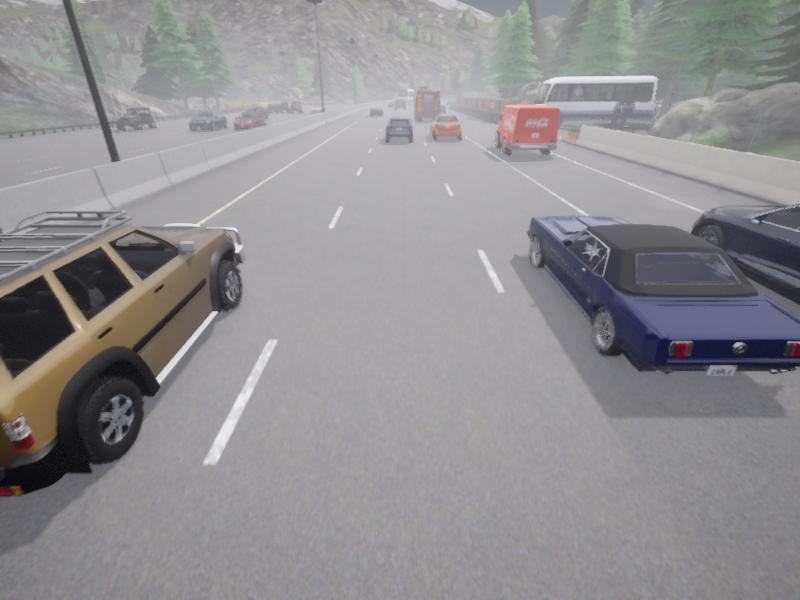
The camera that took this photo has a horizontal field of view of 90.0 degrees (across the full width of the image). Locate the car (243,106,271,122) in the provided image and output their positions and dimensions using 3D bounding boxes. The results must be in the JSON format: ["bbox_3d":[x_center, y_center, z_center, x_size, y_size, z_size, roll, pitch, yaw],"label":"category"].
[{"bbox_3d":[-17.580,-22.958,49.388,1.851,1.617,3.988,0,27,0],"label":"car"}]

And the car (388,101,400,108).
[{"bbox_3d":[-1.558,-48.881,99.835,2.163,1.488,4.792,5,28,9],"label":"car"}]

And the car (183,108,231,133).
[{"bbox_3d":[-17.543,-16.483,36.618,2.097,1.767,4.553,0,27,0],"label":"car"}]

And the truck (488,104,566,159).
[{"bbox_3d":[6.974,-9.736,22.808,2.627,2.467,5.204,0,27,0],"label":"truck"}]

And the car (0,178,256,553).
[{"bbox_3d":[-3.501,-0.008,4.575,1.932,1.855,4.605,0,27,0],"label":"car"}]

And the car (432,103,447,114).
[{"bbox_3d":[6.914,-33.682,70.352,2.163,1.488,4.792,0,27,0],"label":"car"}]

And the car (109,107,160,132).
[{"bbox_3d":[-24.545,-16.844,37.207,1.905,1.878,3.866,0,27,0],"label":"car"}]

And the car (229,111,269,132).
[{"bbox_3d":[-14.044,-16.774,37.479,2.007,1.525,4.514,0,27,0],"label":"car"}]

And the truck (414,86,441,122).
[{"bbox_3d":[3.444,-25.599,52.104,2.891,3.827,8.468,0,27,0],"label":"truck"}]

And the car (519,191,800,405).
[{"bbox_3d":[3.495,-0.509,6.185,1.895,1.301,4.718,0,27,0],"label":"car"}]

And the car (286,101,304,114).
[{"bbox_3d":[-17.583,-32.377,67.374,1.905,1.878,3.866,0,27,0],"label":"car"}]

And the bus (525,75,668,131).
[{"bbox_3d":[17.240,-17.809,36.197,10.273,4.253,3.944,0,27,1],"label":"bus"}]

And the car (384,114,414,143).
[{"bbox_3d":[-0.044,-12.692,29.457,2.033,1.649,4.856,0,27,0],"label":"car"}]

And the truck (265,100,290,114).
[{"bbox_3d":[-21.085,-33.542,69.377,2.390,2.098,6.274,0,27,0],"label":"truck"}]

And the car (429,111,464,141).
[{"bbox_3d":[3.443,-13.343,30.541,2.097,1.767,4.553,0,27,0],"label":"car"}]

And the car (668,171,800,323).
[{"bbox_3d":[6.993,-0.789,6.367,2.033,1.649,4.856,0,27,0],"label":"car"}]

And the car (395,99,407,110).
[{"bbox_3d":[0.231,-42.141,86.146,2.150,2.045,5.566,2,27,4],"label":"car"}]

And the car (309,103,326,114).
[{"bbox_3d":[-14.084,-32.886,68.721,1.801,1.575,5.366,0,27,0],"label":"car"}]

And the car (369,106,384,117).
[{"bbox_3d":[-3.574,-29.073,61.600,1.895,1.301,4.718,0,27,0],"label":"car"}]

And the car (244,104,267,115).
[{"bbox_3d":[-24.583,-32.599,68.265,2.128,1.511,4.902,0,27,0],"label":"car"}]
